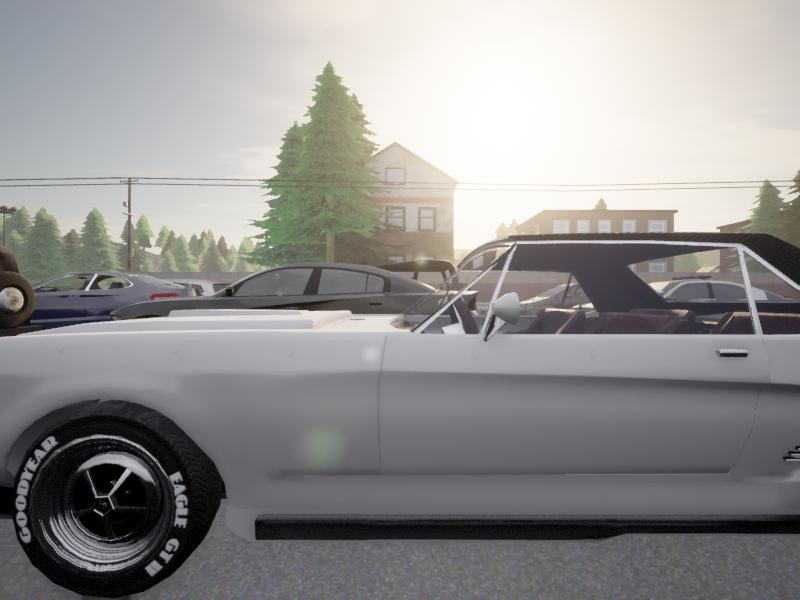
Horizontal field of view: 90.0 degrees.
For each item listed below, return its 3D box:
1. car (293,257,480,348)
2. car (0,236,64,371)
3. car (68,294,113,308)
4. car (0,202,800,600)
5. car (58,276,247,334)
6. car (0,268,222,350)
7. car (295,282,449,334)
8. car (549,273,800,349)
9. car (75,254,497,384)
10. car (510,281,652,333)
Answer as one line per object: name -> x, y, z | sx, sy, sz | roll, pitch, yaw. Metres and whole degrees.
car -> -0.280, 0.046, 9.200 | 3.866, 1.878, 1.905 | 0, 0, 0
car -> -7.490, 0.046, 5.660 | 3.866, 1.878, 1.905 | 0, 0, 0
car -> -39.217, 0.155, 50.845 | 2.242, 1.667, 4.611 | 0, 0, 0
car -> 0.559, 0.344, 2.203 | 4.718, 1.301, 1.895 | 0, 0, 0
car -> -7.559, 0.156, 12.661 | 4.611, 1.667, 2.242 | 0, 0, -1
car -> -7.069, 0.181, 9.172 | 5.027, 1.651, 2.152 | 0, 0, 0
car -> -0.816, 0.228, 12.696 | 4.514, 1.525, 2.007 | 0, 0, 0
car -> 6.297, 0.226, 9.236 | 4.974, 1.542, 2.038 | 0, 0, 0
car -> -1.348, 0.223, 5.694 | 5.008, 1.535, 1.882 | 0, 0, 0
car -> 5.601, 0.215, 12.732 | 3.705, 1.549, 1.789 | 0, 0, 0
